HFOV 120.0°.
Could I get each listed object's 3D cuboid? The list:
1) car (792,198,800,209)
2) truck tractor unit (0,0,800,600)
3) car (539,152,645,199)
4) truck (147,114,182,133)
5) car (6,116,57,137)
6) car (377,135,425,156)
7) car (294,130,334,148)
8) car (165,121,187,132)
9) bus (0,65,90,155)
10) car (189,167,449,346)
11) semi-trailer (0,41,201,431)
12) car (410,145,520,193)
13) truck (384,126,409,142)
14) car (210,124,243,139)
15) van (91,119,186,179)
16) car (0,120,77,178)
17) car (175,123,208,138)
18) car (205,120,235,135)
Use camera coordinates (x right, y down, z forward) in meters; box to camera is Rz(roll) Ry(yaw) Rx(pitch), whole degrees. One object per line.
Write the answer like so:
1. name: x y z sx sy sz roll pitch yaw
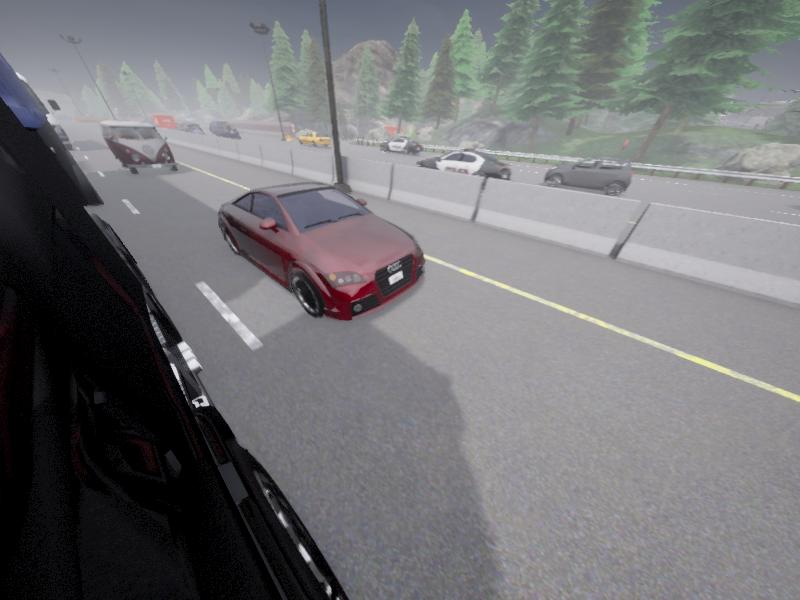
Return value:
1. car: 19.653 -3.720 8.592 4.611 1.667 2.242 28 43 30
2. truck tractor unit: -2.645 -0.295 0.351 6.516 4.208 3.053 28 44 30
3. car: 9.453 -6.367 11.610 3.633 1.501 1.845 28 43 30
4. truck: -41.486 -31.004 40.678 5.204 2.467 2.627 27 43 30
5. car: -39.736 -18.854 25.092 4.611 1.667 2.242 29 44 31
6. car: 0.058 -16.794 25.045 4.974 1.542 2.038 28 43 30
7. car: -10.552 -19.714 28.249 5.366 1.575 1.801 28 43 30
8. car: -46.310 -35.892 47.715 5.366 1.575 1.801 28 43 30
9. bus: -27.012 -13.326 16.300 10.273 4.253 3.944 28 44 29
10. car: -1.567 -1.267 4.141 4.181 1.385 1.994 28 43 30
11. semi-trailer: -8.696 -3.595 4.245 14.254 4.402 2.717 28 43 30
12. car: 3.138 -6.996 12.038 4.974 1.542 2.038 28 43 30
13. truck: -0.676 -35.742 49.760 2.627 2.467 5.204 27 43 29
14. car: -25.984 -25.191 34.545 4.611 1.667 2.242 28 43 30
15. van: -12.575 -7.366 11.124 4.442 1.987 1.775 28 43 30
16. car: -16.979 -6.905 10.371 4.553 1.767 2.097 28 43 30
17. car: -30.487 -24.838 33.807 4.856 1.649 2.033 28 43 30
18. car: -33.464 -32.014 42.931 5.566 2.045 2.150 28 43 30
